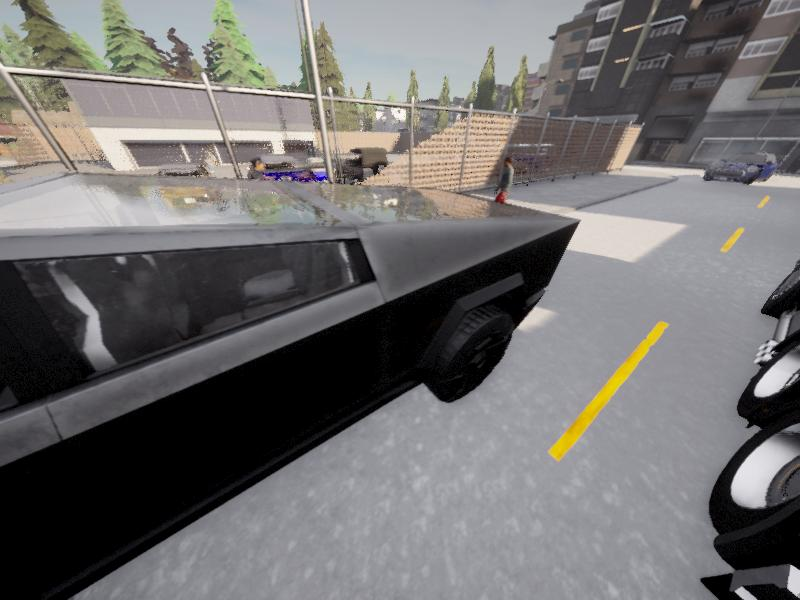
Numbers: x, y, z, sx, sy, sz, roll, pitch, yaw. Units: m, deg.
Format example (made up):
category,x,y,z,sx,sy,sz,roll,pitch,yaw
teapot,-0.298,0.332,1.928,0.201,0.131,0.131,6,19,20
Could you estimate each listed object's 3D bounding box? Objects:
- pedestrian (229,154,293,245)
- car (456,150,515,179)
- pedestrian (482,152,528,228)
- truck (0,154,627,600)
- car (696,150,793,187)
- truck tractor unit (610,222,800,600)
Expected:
category,x,y,z,sx,sy,sz,roll,pitch,yaw
pedestrian,-3.236,-2.390,5.552,0.751,1.860,0.751,-14,37,-20
car,6.139,-9.828,16.675,3.705,1.547,1.789,-21,40,-28
pedestrian,2.981,-3.188,6.745,0.751,1.860,0.751,11,36,15
truck,-1.451,0.228,1.824,6.274,2.098,2.390,-21,40,-27
car,22.454,-8.713,15.106,4.553,1.767,2.097,-16,38,-21
truck tractor unit,5.033,-0.372,0.877,6.516,4.208,3.053,-21,40,-27
